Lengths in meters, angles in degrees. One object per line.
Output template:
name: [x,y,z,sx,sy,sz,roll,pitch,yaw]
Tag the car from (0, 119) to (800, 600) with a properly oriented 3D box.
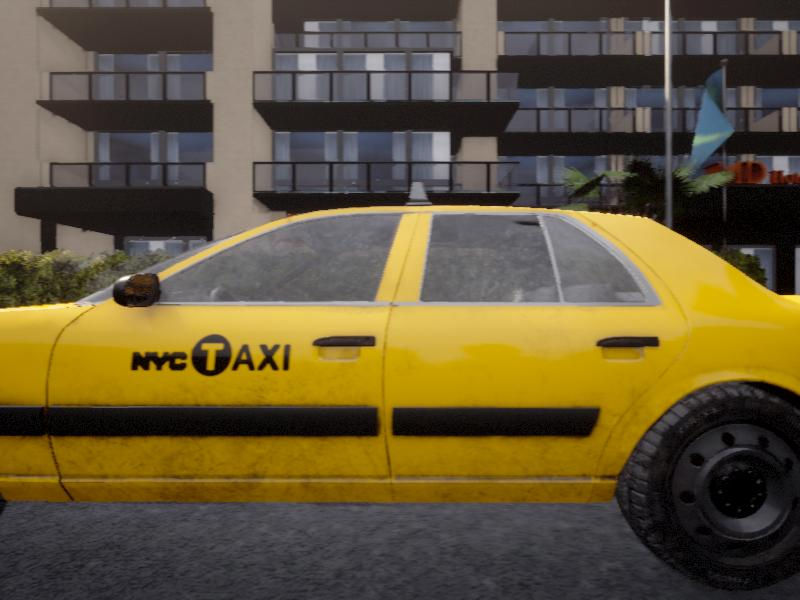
car: [-0.201,0.203,2.200,5.366,1.575,1.801,0,0,0]
